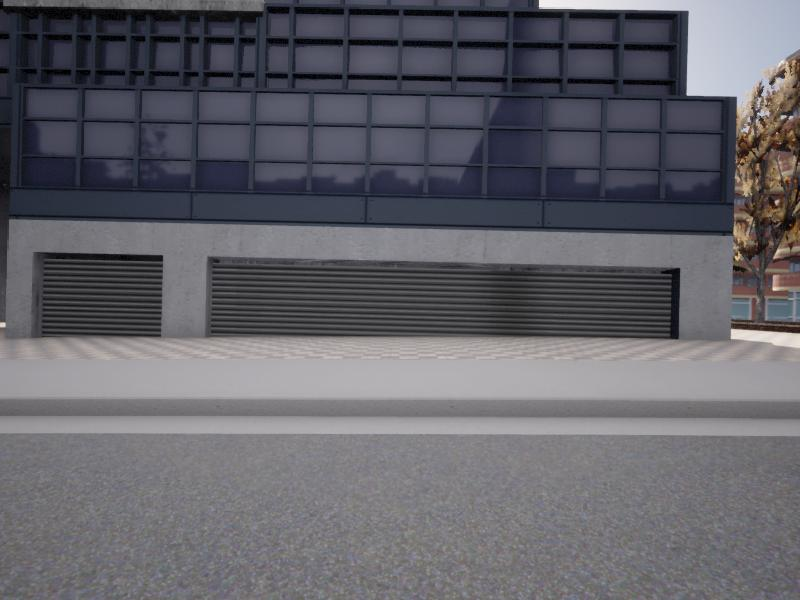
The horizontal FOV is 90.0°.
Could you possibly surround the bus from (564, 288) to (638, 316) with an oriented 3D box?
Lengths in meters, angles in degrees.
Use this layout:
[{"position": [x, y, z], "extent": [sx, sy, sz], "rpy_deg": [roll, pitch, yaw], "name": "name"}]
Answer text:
[{"position": [33.119, 0.309, 66.286], "extent": [10.273, 4.253, 3.944], "rpy_deg": [1, 0, 0], "name": "bus"}]
